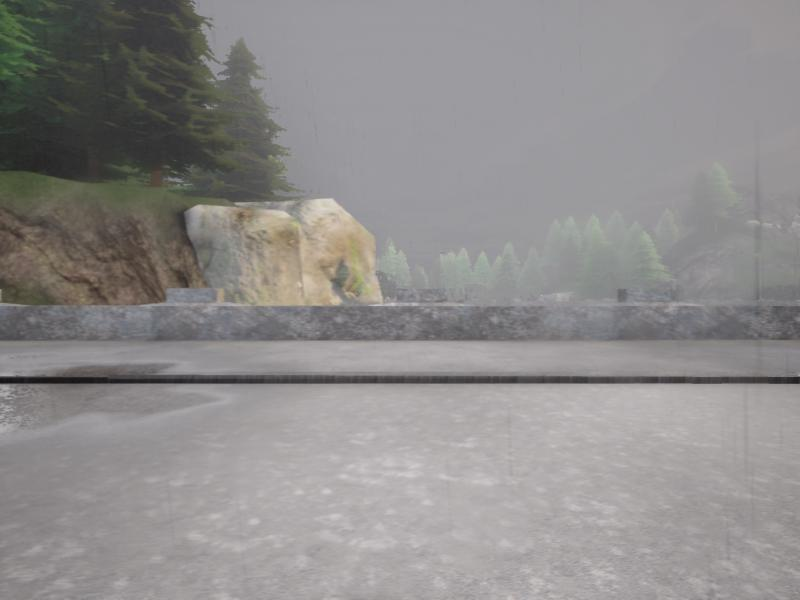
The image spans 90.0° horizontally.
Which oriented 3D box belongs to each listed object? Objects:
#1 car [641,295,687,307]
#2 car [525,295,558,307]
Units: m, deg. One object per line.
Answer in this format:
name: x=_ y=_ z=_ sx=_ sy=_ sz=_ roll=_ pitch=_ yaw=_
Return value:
car: x=37.035 y=0.159 z=56.230 sx=5.238 sy=1.638 sz=1.930 roll=0 pitch=0 yaw=0
car: x=19.792 y=0.182 z=56.213 sx=3.988 sy=1.617 sz=1.851 roll=0 pitch=0 yaw=0
